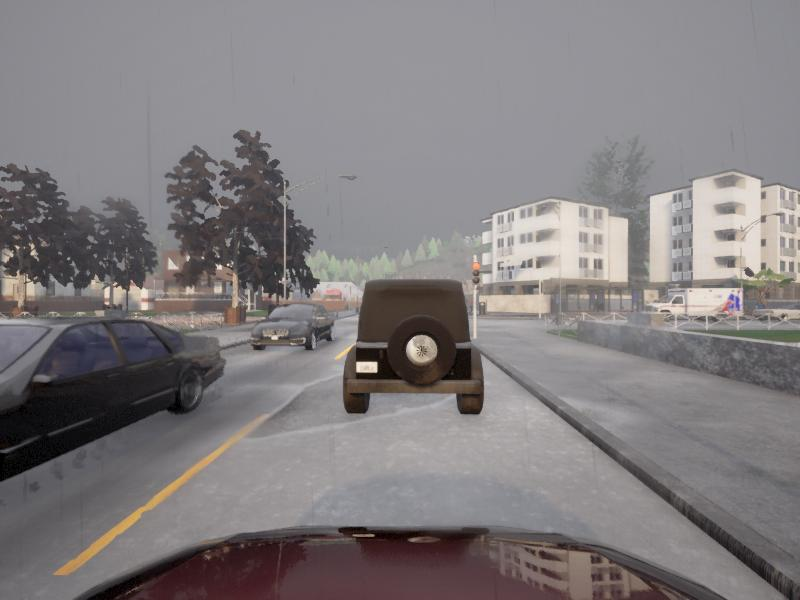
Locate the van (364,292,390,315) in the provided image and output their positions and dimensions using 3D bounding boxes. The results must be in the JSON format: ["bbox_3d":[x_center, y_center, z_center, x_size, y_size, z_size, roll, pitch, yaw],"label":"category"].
[{"bbox_3d":[-2.519,0.378,44.782,2.351,2.431,6.366,0,0,2],"label":"van"}]

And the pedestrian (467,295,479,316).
[{"bbox_3d":[6.644,0.524,36.219,0.751,1.860,0.751,0,0,-30],"label":"pedestrian"}]

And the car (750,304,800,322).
[{"bbox_3d":[29.156,0.944,29.630,4.718,1.301,1.895,0,0,2],"label":"car"}]

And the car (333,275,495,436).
[{"bbox_3d":[0.220,0.646,6.640,1.905,1.878,3.866,0,0,2],"label":"car"}]

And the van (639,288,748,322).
[{"bbox_3d":[21.752,0.378,29.883,6.366,2.431,2.351,0,0,2],"label":"van"}]

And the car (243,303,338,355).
[{"bbox_3d":[-3.537,0.845,13.989,1.837,1.490,4.892,0,0,2],"label":"car"}]

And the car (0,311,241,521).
[{"bbox_3d":[-3.873,0.895,4.356,2.033,1.411,5.357,0,0,2],"label":"car"}]

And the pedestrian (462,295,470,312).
[{"bbox_3d":[7.378,0.428,44.815,0.751,1.860,0.751,0,0,2],"label":"pedestrian"}]
